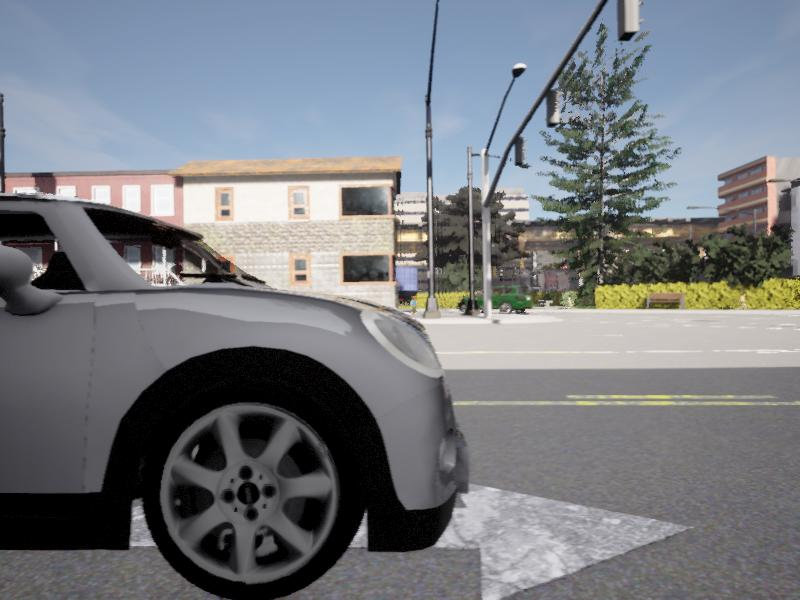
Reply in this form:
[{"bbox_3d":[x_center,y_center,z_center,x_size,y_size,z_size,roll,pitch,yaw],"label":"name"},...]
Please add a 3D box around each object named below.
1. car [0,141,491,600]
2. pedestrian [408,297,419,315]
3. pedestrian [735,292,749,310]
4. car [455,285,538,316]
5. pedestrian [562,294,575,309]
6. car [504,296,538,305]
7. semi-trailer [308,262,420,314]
[{"bbox_3d":[-1.620,0.258,2.215,3.806,1.475,1.970,0,0,0],"label":"car"},{"bbox_3d":[0.837,0.385,24.881,0.500,1.100,0.500,-1,0,-18],"label":"pedestrian"},{"bbox_3d":[21.384,0.078,25.036,0.500,1.100,0.500,-1,0,-30],"label":"pedestrian"},{"bbox_3d":[6.876,0.043,29.143,2.150,2.045,5.566,-1,0,-45],"label":"car"},{"bbox_3d":[14.098,0.123,33.453,0.751,1.300,0.751,-1,0,43],"label":"pedestrian"},{"bbox_3d":[21.075,0.086,69.762,5.366,1.575,1.801,-1,0,1],"label":"car"},{"bbox_3d":[-4.250,-0.929,40.351,2.717,4.402,14.254,-1,0,-45],"label":"semi-trailer"}]
